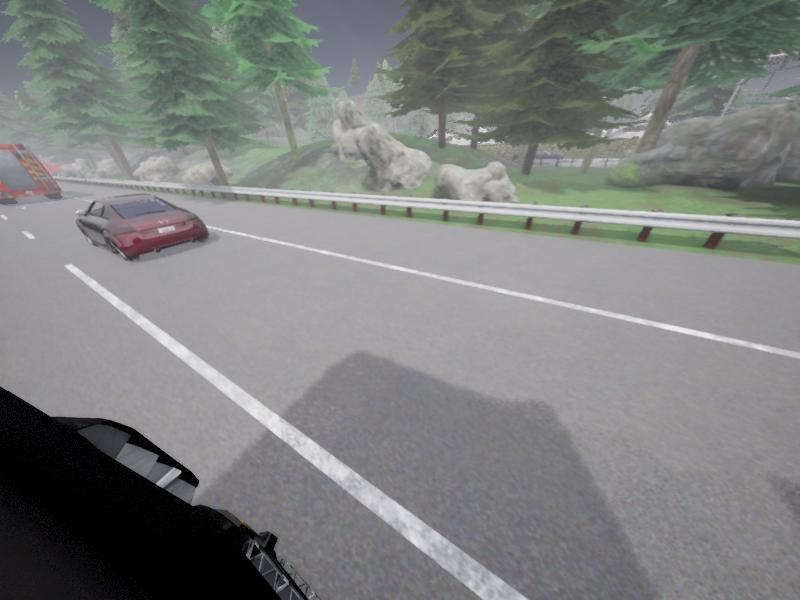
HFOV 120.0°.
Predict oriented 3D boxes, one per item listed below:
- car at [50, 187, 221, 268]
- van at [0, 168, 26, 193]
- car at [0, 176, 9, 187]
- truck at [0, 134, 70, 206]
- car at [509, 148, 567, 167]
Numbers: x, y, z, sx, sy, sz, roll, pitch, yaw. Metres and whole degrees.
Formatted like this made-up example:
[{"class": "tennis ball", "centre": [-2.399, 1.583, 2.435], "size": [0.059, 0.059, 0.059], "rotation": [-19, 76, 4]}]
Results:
[{"class": "car", "centre": [-7.800, -2.361, 6.864], "size": [4.181, 1.385, 1.994], "rotation": [16, 38, 26]}, {"class": "van", "centre": [-40.687, -12.057, 23.270], "size": [4.480, 2.038, 2.069], "rotation": [16, 38, 25]}, {"class": "car", "centre": [-52.734, -15.300, 29.481], "size": [4.974, 1.542, 2.038], "rotation": [16, 38, 26]}, {"class": "truck", "centre": [-28.629, -9.346, 16.677], "size": [8.468, 3.827, 2.891], "rotation": [16, 38, 26]}, {"class": "car", "centre": [14.621, -15.208, 24.636], "size": [5.008, 1.535, 1.882], "rotation": [16, 38, 26]}]
